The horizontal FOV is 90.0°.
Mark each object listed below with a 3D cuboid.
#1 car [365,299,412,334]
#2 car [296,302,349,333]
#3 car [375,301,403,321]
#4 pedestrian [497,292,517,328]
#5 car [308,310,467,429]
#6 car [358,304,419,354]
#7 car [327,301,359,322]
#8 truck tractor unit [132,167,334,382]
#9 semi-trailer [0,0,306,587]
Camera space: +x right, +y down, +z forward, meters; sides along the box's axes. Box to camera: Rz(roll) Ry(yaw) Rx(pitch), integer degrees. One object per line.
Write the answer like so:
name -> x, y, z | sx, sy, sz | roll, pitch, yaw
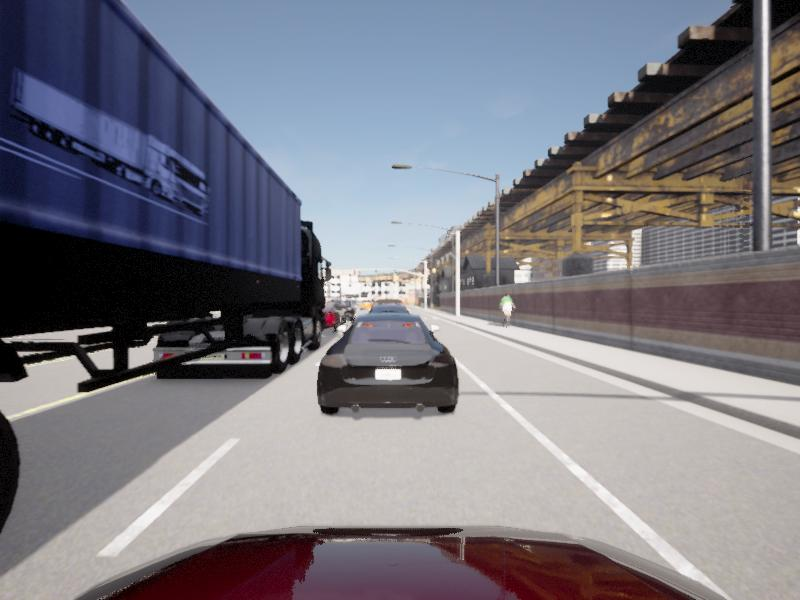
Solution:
car -> -0.594, 0.779, 21.387 | 2.242, 1.667, 4.611 | 0, 0, -2
car -> -4.116, 0.873, 22.068 | 2.163, 1.488, 4.792 | 0, 0, -2
car -> -0.919, 0.870, 32.959 | 2.128, 1.511, 4.902 | 0, 0, -2
pedestrian -> 5.607, 0.505, 20.997 | 0.751, 1.860, 0.751 | 0, 0, -15
car -> -0.200, 0.915, 7.102 | 1.994, 1.385, 4.181 | 0, 0, -1
car -> -0.397, 0.884, 14.231 | 1.812, 1.442, 4.674 | 0, 0, -2
car -> -4.514, 0.868, 32.373 | 2.128, 1.511, 4.902 | 0, 0, -3
truck tractor unit -> -3.813, -0.487, 11.126 | 3.053, 4.208, 6.516 | 0, 0, -2
semi-trailer -> -3.592, -0.616, 3.210 | 2.717, 4.402, 14.254 | 0, 0, -2
